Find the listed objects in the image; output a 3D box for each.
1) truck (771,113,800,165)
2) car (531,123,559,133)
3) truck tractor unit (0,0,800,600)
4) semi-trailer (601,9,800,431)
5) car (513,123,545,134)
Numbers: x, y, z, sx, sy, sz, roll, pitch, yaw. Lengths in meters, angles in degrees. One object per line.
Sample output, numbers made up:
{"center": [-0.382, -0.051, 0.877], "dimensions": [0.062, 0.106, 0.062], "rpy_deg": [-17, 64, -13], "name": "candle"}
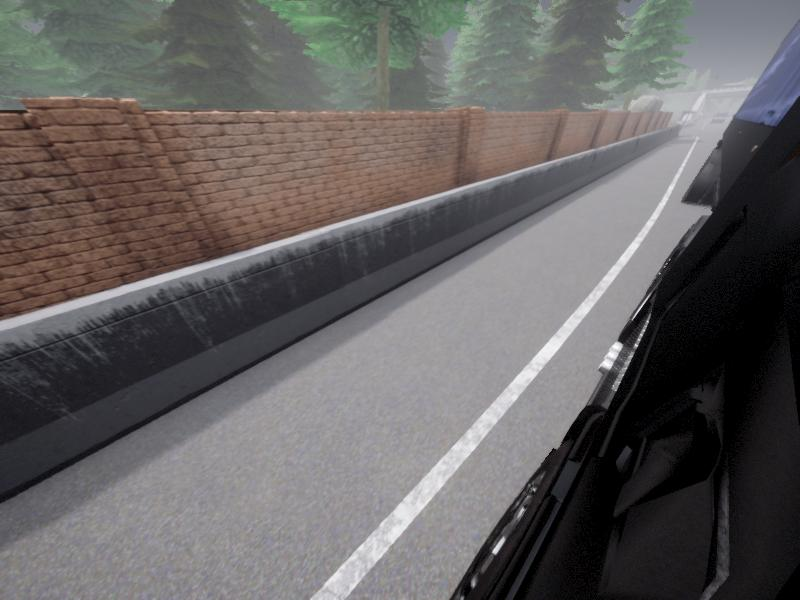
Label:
{"center": [23.451, -9.426, 11.635], "dimensions": [8.468, 3.827, 2.891], "rpy_deg": [-31, 45, -32], "name": "truck"}
{"center": [29.008, -34.441, 46.277], "dimensions": [1.994, 1.385, 4.181], "rpy_deg": [-30, 45, -32], "name": "car"}
{"center": [2.645, -0.295, 0.351], "dimensions": [6.516, 4.208, 3.053], "rpy_deg": [-28, 44, -30], "name": "truck tractor unit"}
{"center": [8.538, -3.705, 4.386], "dimensions": [14.254, 4.402, 2.717], "rpy_deg": [-30, 45, -32], "name": "semi-trailer"}
{"center": [25.289, -33.703, 45.389], "dimensions": [2.128, 1.511, 4.902], "rpy_deg": [-31, 45, -32], "name": "car"}
